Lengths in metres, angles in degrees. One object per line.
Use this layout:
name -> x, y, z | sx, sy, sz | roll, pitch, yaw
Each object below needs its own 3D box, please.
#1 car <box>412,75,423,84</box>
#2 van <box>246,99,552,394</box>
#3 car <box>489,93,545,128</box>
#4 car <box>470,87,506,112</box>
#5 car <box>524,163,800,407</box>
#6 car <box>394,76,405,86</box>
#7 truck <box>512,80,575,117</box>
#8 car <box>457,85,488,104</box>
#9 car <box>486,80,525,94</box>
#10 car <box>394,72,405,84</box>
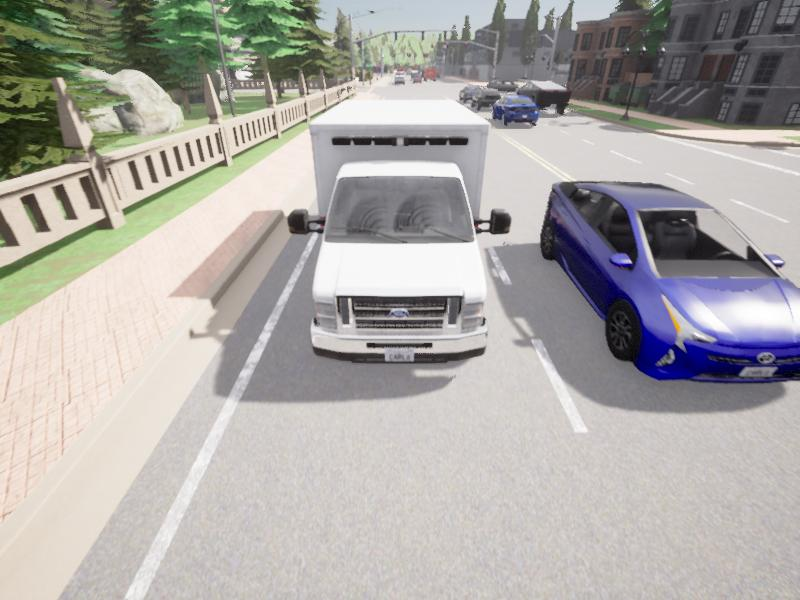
car -> 3.459, -43.956, 79.701 | 1.845, 1.501, 3.633 | 0, 30, 0
van -> -0.008, -1.649, 6.429 | 2.351, 2.431, 6.366 | 0, 30, 0
car -> 6.985, -11.666, 24.464 | 1.882, 1.535, 5.008 | 0, 30, 0
car -> 6.980, -16.281, 32.407 | 1.837, 1.490, 4.892 | 0, 30, 0
car -> 3.495, -0.694, 5.690 | 2.007, 1.525, 4.514 | 0, 30, 0
car -> -0.040, -41.184, 75.112 | 2.033, 1.411, 5.357 | 0, 30, 0
truck -> 10.483, -15.153, 29.879 | 2.390, 2.098, 6.274 | 0, 30, 0
car -> 6.981, -20.091, 39.027 | 2.033, 1.411, 5.357 | 0, 30, 0
car -> 13.829, -28.165, 52.791 | 4.514, 1.525, 2.007 | 0, 30, 0
car -> -0.041, -45.741, 82.287 | 2.150, 2.045, 5.566 | 0, 30, 0
